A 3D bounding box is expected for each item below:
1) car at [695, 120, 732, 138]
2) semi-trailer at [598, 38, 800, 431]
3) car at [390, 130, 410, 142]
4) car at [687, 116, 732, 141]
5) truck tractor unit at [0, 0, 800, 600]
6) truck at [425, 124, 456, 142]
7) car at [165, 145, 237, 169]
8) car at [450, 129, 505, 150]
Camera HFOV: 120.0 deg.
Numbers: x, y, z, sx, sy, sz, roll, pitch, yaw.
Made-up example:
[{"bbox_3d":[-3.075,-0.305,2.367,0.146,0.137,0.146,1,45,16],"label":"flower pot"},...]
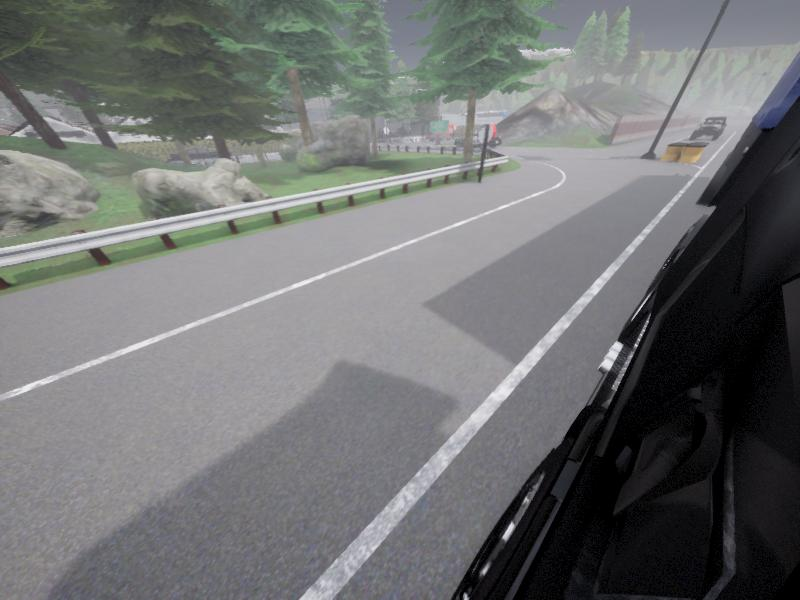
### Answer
[{"bbox_3d":[36.315,-19.840,26.754,3.705,1.549,1.789,-28,43,-30],"label":"car"},{"bbox_3d":[8.693,-3.600,4.247,14.254,4.402,2.717,-28,43,-30],"label":"semi-trailer"},{"bbox_3d":[-0.022,-35.363,49.746,3.866,1.878,1.905,-28,44,-30],"label":"car"},{"bbox_3d":[31.798,-17.575,23.711,3.866,1.878,1.905,-28,43,-30],"label":"car"},{"bbox_3d":[2.645,-0.295,0.352,6.516,4.208,3.053,-28,44,-30],"label":"truck tractor unit"},{"bbox_3d":[7.480,-30.967,42.831,5.204,2.467,2.627,-25,42,-27],"label":"truck"},{"bbox_3d":[-19.045,-13.884,22.308,5.008,1.535,1.882,-28,43,-30],"label":"car"},{"bbox_3d":[7.947,-16.812,24.195,2.038,1.542,4.974,-28,43,-30],"label":"car"}]
